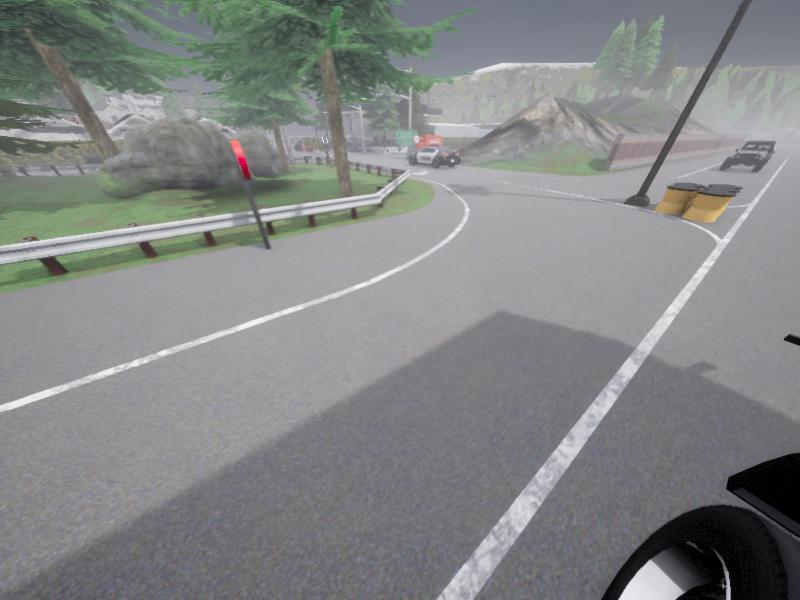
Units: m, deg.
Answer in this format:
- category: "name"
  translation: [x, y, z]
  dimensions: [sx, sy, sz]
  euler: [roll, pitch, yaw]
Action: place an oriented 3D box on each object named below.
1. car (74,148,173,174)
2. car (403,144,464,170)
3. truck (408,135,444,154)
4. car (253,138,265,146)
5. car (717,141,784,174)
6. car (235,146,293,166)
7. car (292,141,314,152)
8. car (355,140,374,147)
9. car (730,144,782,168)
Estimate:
- category: "car"
  translation: [-22.915, -11.851, 19.556]
  dimensions: [5.008, 1.535, 1.882]
  euler: [-22, 41, -28]
- category: "car"
  translation: [2.574, -11.923, 19.116]
  dimensions: [2.038, 1.542, 4.974]
  euler: [-22, 41, -28]
- category: "truck"
  translation: [4.180, -25.618, 38.032]
  dimensions: [5.204, 2.467, 2.627]
  euler: [-19, 39, -25]
- category: "car"
  translation: [-45.904, -51.456, 75.109]
  dimensions: [2.150, 2.045, 5.566]
  euler: [-22, 41, -28]
- category: "car"
  translation: [26.356, -10.832, 17.396]
  dimensions: [3.866, 1.878, 1.905]
  euler: [-22, 41, -28]
- category: "car"
  translation: [-14.311, -15.317, 24.433]
  dimensions: [4.792, 1.488, 2.163]
  euler: [-22, 41, -27]
- category: "car"
  translation: [-18.134, -28.750, 43.162]
  dimensions: [2.242, 1.667, 4.611]
  euler: [-21, 40, -29]
- category: "car"
  translation: [-10.359, -45.715, 67.452]
  dimensions: [4.974, 1.542, 2.038]
  euler: [-22, 41, -28]
- category: "car"
  translation: [31.187, -12.663, 20.242]
  dimensions: [3.705, 1.549, 1.789]
  euler: [-22, 41, -28]
